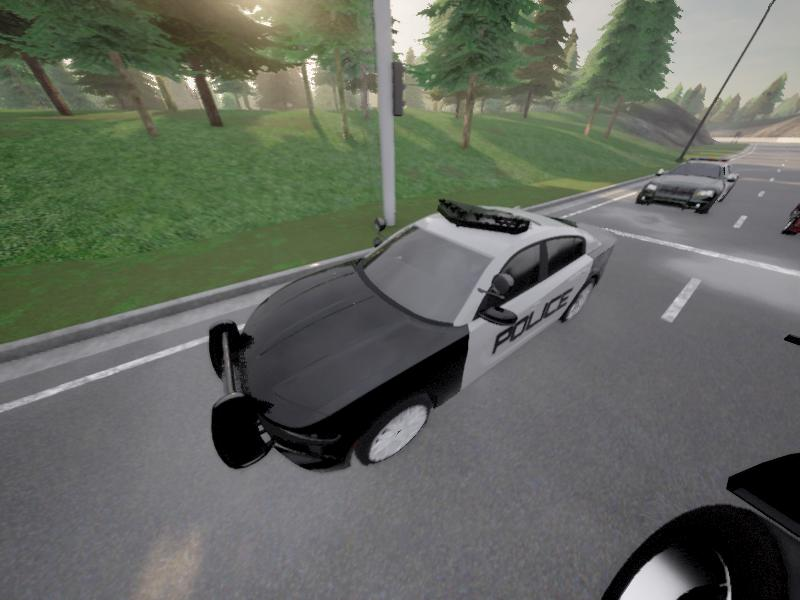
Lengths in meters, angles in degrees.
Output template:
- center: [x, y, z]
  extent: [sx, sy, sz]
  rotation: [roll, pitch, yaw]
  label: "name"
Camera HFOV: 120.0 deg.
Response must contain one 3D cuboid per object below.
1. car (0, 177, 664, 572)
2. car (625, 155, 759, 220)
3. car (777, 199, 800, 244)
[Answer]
- center: [0.698, -0.272, 2.860]
  extent: [5.238, 1.638, 1.930]
  rotation: [-22, 41, -28]
  label: "car"
- center: [11.217, -4.510, 8.875]
  extent: [4.974, 1.542, 2.038]
  rotation: [-22, 41, -28]
  label: "car"
- center: [12.168, -2.352, 5.946]
  extent: [4.181, 1.385, 1.994]
  rotation: [-22, 40, -27]
  label: "car"
